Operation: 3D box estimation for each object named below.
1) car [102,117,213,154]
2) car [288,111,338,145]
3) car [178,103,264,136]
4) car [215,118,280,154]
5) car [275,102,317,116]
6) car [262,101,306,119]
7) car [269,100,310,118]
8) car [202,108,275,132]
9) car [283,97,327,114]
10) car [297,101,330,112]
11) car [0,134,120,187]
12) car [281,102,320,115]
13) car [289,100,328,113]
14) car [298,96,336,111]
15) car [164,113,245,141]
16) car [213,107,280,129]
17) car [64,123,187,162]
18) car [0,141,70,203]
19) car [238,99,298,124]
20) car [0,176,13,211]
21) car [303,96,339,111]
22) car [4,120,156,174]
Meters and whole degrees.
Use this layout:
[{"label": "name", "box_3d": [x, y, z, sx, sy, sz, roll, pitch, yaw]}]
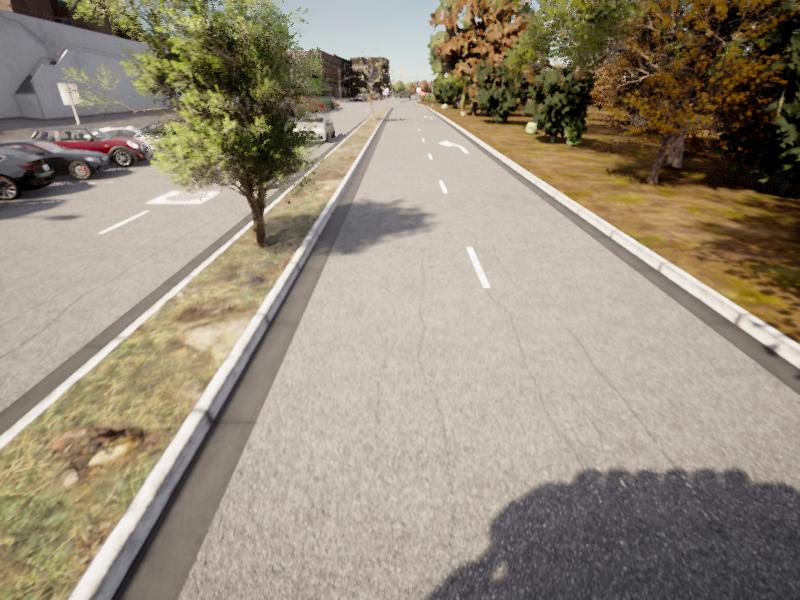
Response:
[{"label": "car", "box_3d": [-13.733, -9.560, 23.092, 5.008, 1.535, 2.097, -10, 30, -17]}, {"label": "car", "box_3d": [-5.653, -11.497, 26.602, 2.242, 1.667, 4.611, 0, 28, 0]}, {"label": "car", "box_3d": [-13.684, -14.014, 30.940, 5.566, 2.045, 2.435, -10, 29, -17]}, {"label": "car", "box_3d": [-8.669, -9.626, 23.263, 1.837, 1.490, 4.892, 0, 28, 0]}, {"label": "car", "box_3d": [-13.622, -24.965, 52.288, 4.892, 1.521, 2.231, -10, 29, -17]}, {"label": "car", "box_3d": [-13.608, -22.299, 46.916, 4.553, 1.767, 2.185, -10, 29, -17]}, {"label": "car", "box_3d": [-13.659, -23.683, 49.562, 4.553, 1.767, 2.185, -10, 29, -17]}, {"label": "car", "box_3d": [-13.520, -15.226, 33.751, 5.366, 1.575, 1.946, -10, 29, -17]}, {"label": "car", "box_3d": [-13.619, -27.959, 57.480, 5.566, 2.045, 2.435, -10, 29, -17]}, {"label": "car", "box_3d": [-13.552, -30.482, 62.950, 4.674, 1.452, 2.002, -10, 29, -17]}, {"label": "car", "box_3d": [-13.776, -5.313, 15.157, 4.674, 1.452, 2.002, -10, 29, -17]}, {"label": "car", "box_3d": [-13.629, -26.322, 54.947, 4.792, 1.488, 2.163, -10, 29, -17]}, {"label": "car", "box_3d": [-13.750, -29.101, 60.212, 5.366, 1.575, 1.946, -10, 29, -17]}, {"label": "car", "box_3d": [-13.562, -32.125, 65.473, 5.566, 2.045, 2.435, -10, 29, -17]}, {"label": "car", "box_3d": [-13.691, -12.359, 28.418, 4.792, 1.488, 2.163, -10, 29, -17]}, {"label": "car", "box_3d": [-13.856, -16.562, 36.288, 5.366, 1.575, 1.946, -10, 30, -17]}, {"label": "car", "box_3d": [-13.754, -8.119, 20.460, 4.674, 1.452, 2.002, -10, 29, -17]}, {"label": "car", "box_3d": [-13.811, -3.918, 12.473, 4.792, 1.488, 2.163, -10, 29, -17]}, {"label": "car", "box_3d": [-13.687, -19.607, 41.523, 5.566, 2.045, 2.435, -10, 29, -17]}, {"label": "car", "box_3d": [-13.825, -2.775, 9.686, 5.566, 2.045, 2.435, -10, 29, -17]}, {"label": "car", "box_3d": [-13.481, -33.529, 68.165, 5.566, 2.045, 2.435, -10, 29, -17]}, {"label": "car", "box_3d": [-13.794, -6.857, 17.722, 4.553, 1.767, 2.185, -10, 29, -17]}]
